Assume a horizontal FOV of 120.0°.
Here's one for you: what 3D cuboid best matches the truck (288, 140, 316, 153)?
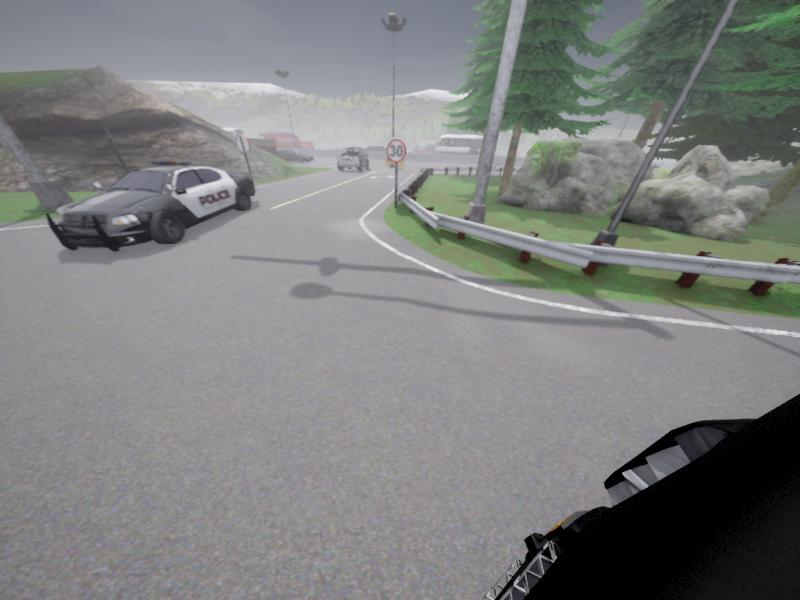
[{"bbox_3d":[-24.133,-37.899,57.100,5.204,2.467,2.627,7,34,7],"label":"truck"}]

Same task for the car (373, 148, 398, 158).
[{"bbox_3d":[-3.022,-31.095,48.808,4.856,1.649,2.033,7,34,7],"label":"car"}]

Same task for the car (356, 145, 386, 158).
[{"bbox_3d":[-5.672,-29.607,46.073,5.566,2.045,2.150,7,34,7],"label":"car"}]

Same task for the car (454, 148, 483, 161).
[{"bbox_3d":[14.500,-31.169,49.459,5.566,2.045,2.150,7,34,7],"label":"car"}]

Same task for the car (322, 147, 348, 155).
[{"bbox_3d":[-14.973,-34.390,53.309,5.357,1.411,2.033,7,34,7],"label":"car"}]

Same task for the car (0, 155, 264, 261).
[{"bbox_3d":[-6.306,-2.921,6.427,2.038,1.542,4.974,2,36,1],"label":"car"}]

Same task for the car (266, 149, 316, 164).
[{"bbox_3d":[-13.814,-18.440,29.572,5.357,1.411,2.033,7,34,7],"label":"car"}]

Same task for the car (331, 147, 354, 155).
[{"bbox_3d":[-13.859,-36.274,56.090,4.892,1.490,1.837,7,34,7],"label":"car"}]

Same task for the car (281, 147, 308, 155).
[{"bbox_3d":[-22.048,-31.233,48.319,4.718,1.301,1.895,7,34,7],"label":"car"}]

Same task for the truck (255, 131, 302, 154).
[{"bbox_3d":[-26.733,-34.821,51.157,8.468,3.827,2.891,7,34,7],"label":"truck"}]

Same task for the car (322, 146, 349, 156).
[{"bbox_3d":[-13.986,-32.374,50.185,5.366,1.575,1.801,7,34,7],"label":"car"}]

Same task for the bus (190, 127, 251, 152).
[{"bbox_3d":[-40.628,-36.577,52.660,10.273,4.253,3.944,7,34,7],"label":"bus"}]

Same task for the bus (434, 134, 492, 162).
[{"bbox_3d":[12.191,-30.317,46.086,10.273,4.253,3.944,7,34,7],"label":"bus"}]

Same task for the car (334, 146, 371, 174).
[{"bbox_3d":[-4.048,-12.638,20.671,1.932,1.855,4.605,5,34,4],"label":"car"}]
